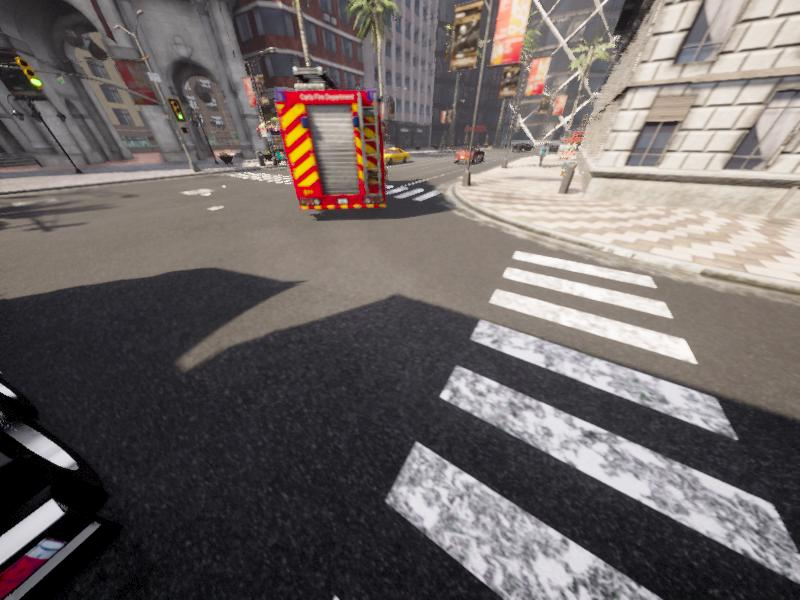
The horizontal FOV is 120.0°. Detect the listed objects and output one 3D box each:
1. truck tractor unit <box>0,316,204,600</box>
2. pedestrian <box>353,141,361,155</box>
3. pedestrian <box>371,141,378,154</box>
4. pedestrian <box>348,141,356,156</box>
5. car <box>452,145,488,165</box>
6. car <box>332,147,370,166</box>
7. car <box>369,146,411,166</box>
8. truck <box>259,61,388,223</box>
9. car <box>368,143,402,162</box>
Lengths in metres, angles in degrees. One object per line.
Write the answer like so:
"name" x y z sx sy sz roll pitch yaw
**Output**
"truck tractor unit" -5.203 -0.195 0.654 6.516 4.208 3.053 14 38 20
"pedestrian" -6.719 -23.811 36.209 0.751 1.860 0.751 20 40 26
"pedestrian" -4.311 -25.883 39.153 0.751 1.860 0.751 18 39 24
"pedestrian" -7.372 -23.390 35.613 0.751 1.860 0.751 20 40 27
"car" 7.861 -16.321 25.860 2.152 1.651 5.027 19 39 26
"car" -5.203 -15.616 25.039 1.789 1.549 3.705 19 39 26
"car" -0.891 -15.786 25.217 1.801 1.575 5.366 19 40 26
"truck" -2.166 -6.607 10.128 2.891 3.827 8.468 -3 35 -3
"car" -1.779 -18.840 29.410 2.097 1.767 4.553 19 40 26
